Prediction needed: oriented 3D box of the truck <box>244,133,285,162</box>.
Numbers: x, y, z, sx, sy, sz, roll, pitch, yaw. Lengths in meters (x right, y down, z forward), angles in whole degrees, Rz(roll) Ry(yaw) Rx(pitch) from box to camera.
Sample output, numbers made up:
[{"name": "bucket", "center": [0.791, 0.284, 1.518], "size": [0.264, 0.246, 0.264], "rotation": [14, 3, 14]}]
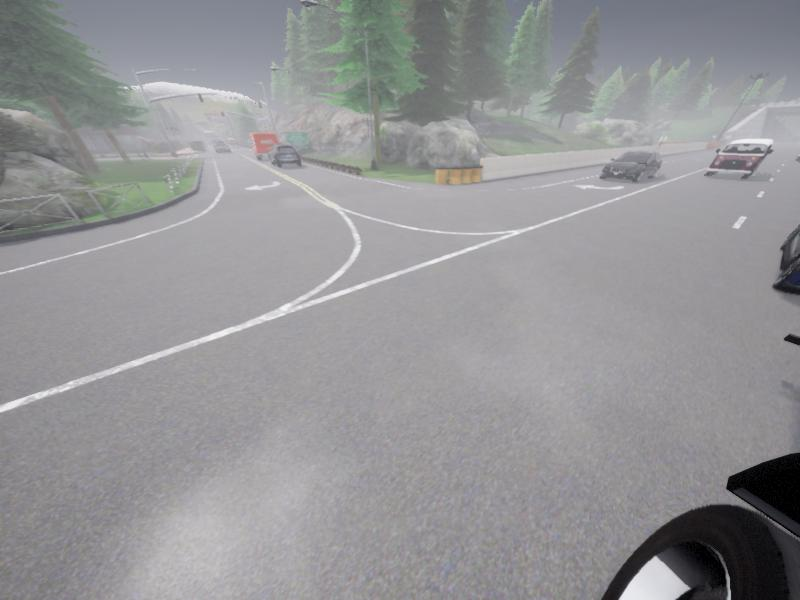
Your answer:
[{"name": "truck", "center": [-15.205, -17.162, 25.879], "size": [2.627, 2.467, 5.204], "rotation": [-21, 40, -27]}]

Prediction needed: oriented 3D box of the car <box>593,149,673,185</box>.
[{"name": "car", "center": [14.261, -8.206, 14.108], "size": [4.892, 1.490, 1.837], "rotation": [-22, 41, -28]}]

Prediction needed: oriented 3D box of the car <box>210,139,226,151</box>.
[{"name": "car", "center": [-38.100, -32.520, 48.363], "size": [1.932, 1.855, 4.605], "rotation": [-22, 40, -27]}]

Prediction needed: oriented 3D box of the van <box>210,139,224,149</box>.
[{"name": "van", "center": [-42.462, -36.216, 53.543], "size": [1.775, 1.987, 4.442], "rotation": [-22, 40, -27]}]

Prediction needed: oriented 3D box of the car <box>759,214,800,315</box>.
[{"name": "car", "center": [8.462, -0.961, 3.778], "size": [4.856, 1.649, 2.033], "rotation": [-22, 41, -28]}]

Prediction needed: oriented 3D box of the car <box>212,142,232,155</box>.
[{"name": "car", "center": [-29.385, -25.050, 38.059], "size": [2.038, 1.542, 4.974], "rotation": [-22, 41, -27]}]

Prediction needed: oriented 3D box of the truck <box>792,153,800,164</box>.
[{"name": "truck", "center": [40.423, -14.348, 21.730], "size": [5.204, 2.467, 2.627], "rotation": [-22, 41, -28]}]

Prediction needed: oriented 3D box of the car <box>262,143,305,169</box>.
[{"name": "car", "center": [-10.269, -12.676, 20.208], "size": [2.033, 1.649, 4.856], "rotation": [-22, 40, -27]}]

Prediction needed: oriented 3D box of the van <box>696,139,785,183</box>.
[{"name": "van", "center": [21.134, -8.764, 14.363], "size": [4.480, 2.038, 2.069], "rotation": [-22, 41, -28]}]
